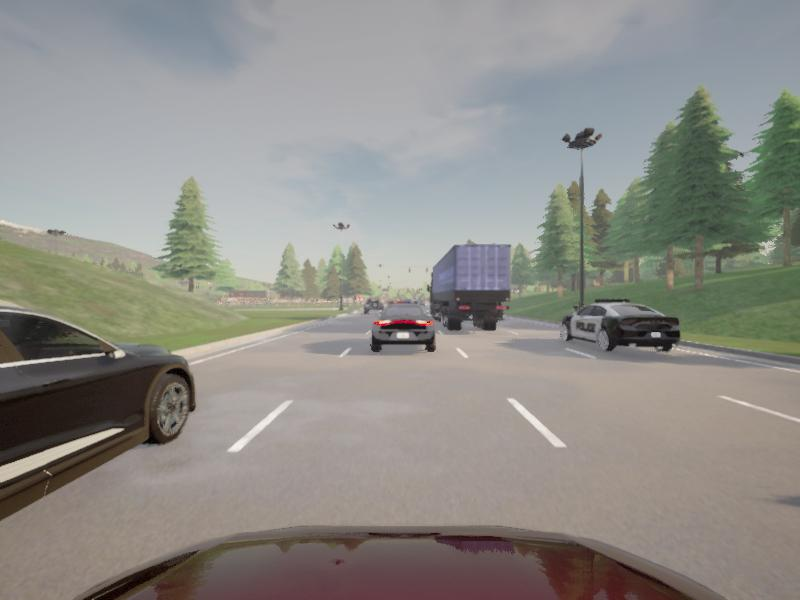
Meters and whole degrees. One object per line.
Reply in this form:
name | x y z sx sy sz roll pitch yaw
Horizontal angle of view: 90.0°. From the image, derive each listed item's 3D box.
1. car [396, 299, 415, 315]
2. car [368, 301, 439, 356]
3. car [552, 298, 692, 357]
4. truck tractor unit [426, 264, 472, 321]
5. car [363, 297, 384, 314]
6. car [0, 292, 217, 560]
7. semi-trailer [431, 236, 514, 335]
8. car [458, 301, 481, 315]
car | 0.582 0.738 43.069 1.930 1.638 5.238 0 0 1
car | 0.134 0.814 13.879 2.038 1.542 4.974 0 0 1
car | 7.132 0.761 13.664 1.930 1.638 5.238 0 0 1
truck tractor unit | 3.867 -0.545 32.937 3.053 4.208 6.516 0 0 1
car | -2.894 0.612 44.667 1.932 1.855 4.605 0 -1 1
car | -3.481 0.775 2.957 2.033 1.649 4.856 0 0 0
semi-trailer | 3.790 -0.637 25.022 2.717 4.402 14.254 0 0 1
car | 7.598 0.837 44.025 1.812 1.442 4.674 0 0 1
